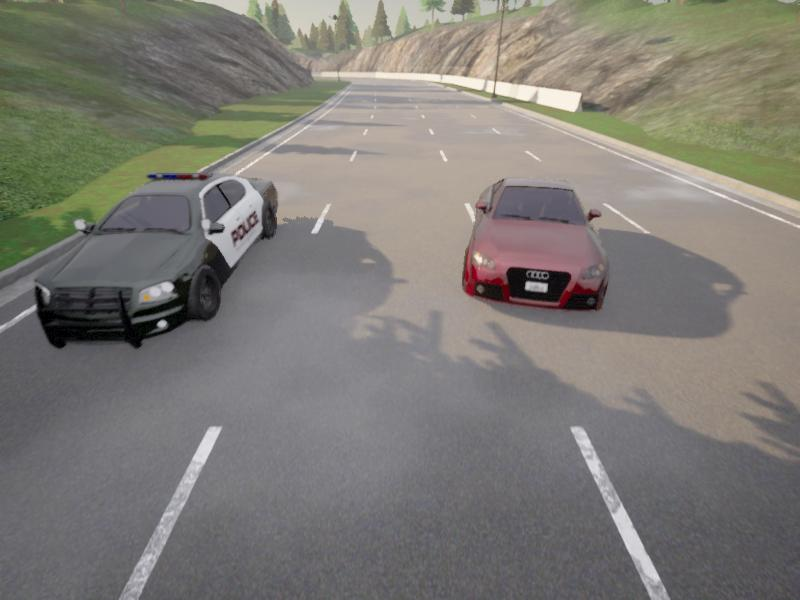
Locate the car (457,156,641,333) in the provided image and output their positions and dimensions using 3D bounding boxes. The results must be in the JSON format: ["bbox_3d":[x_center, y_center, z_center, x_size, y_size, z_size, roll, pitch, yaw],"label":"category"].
[{"bbox_3d":[2.270,-1.304,6.871,1.994,1.385,4.181,7,31,12],"label":"car"}]

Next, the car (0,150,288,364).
[{"bbox_3d":[-3.544,-1.166,6.475,2.038,1.542,4.974,0,30,0],"label":"car"}]
